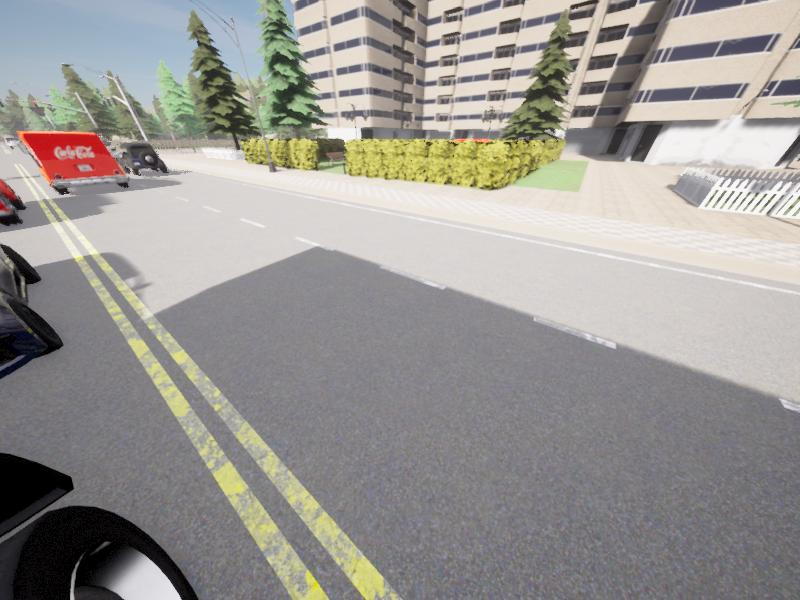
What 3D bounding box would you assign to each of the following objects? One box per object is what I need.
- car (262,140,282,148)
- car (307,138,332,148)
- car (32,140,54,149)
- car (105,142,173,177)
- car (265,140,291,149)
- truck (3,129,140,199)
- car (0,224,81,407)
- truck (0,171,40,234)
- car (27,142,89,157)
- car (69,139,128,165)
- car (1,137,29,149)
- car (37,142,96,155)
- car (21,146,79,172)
[{"bbox_3d":[-30.780,-37.562,55.694,1.845,1.501,3.633,22,41,28],"label":"car"},{"bbox_3d":[-20.069,-39.489,58.092,2.150,2.045,5.566,22,41,28],"label":"car"},{"bbox_3d":[-79.269,-34.617,51.293,4.514,1.525,2.007,22,41,28],"label":"car"},{"bbox_3d":[-18.637,-10.136,16.546,3.866,1.878,1.905,22,41,28],"label":"car"},{"bbox_3d":[-28.222,-36.131,53.706,2.242,1.667,4.611,22,41,28],"label":"car"},{"bbox_3d":[-16.479,-7.018,11.659,5.204,2.467,2.627,23,41,27],"label":"truck"},{"bbox_3d":[-6.272,-0.081,2.554,4.611,1.667,2.242,22,40,28],"label":"car"},{"bbox_3d":[-13.645,-3.418,6.537,5.204,2.467,2.627,22,41,28],"label":"truck"},{"bbox_3d":[-47.040,-20.807,31.894,2.007,1.525,4.514,23,41,29],"label":"car"},{"bbox_3d":[-30.051,-14.841,23.014,5.566,2.045,2.150,22,41,28],"label":"car"},{"bbox_3d":[-80.474,-32.886,48.319,5.566,2.045,2.150,22,41,28],"label":"car"},{"bbox_3d":[-49.276,-22.483,34.239,2.163,1.488,4.792,24,41,29],"label":"car"},{"bbox_3d":[-28.125,-11.384,18.572,3.633,1.501,1.845,22,41,28],"label":"car"}]
